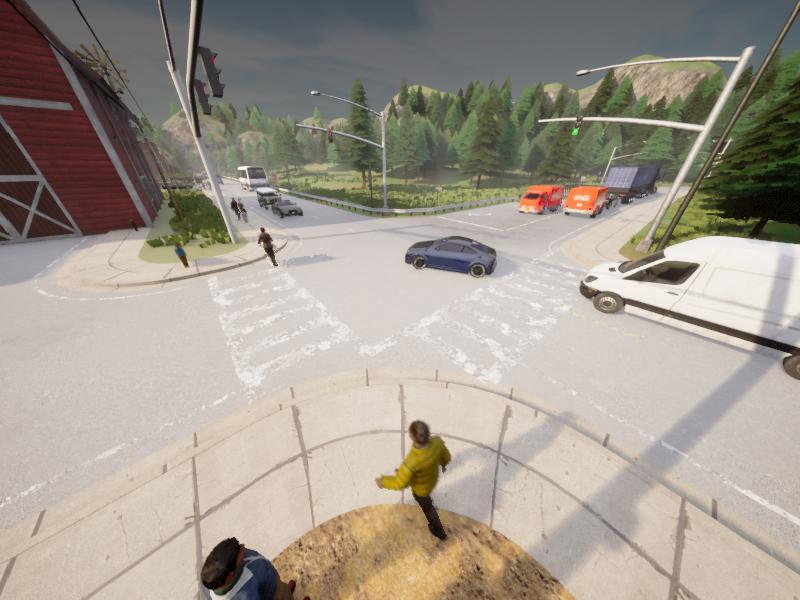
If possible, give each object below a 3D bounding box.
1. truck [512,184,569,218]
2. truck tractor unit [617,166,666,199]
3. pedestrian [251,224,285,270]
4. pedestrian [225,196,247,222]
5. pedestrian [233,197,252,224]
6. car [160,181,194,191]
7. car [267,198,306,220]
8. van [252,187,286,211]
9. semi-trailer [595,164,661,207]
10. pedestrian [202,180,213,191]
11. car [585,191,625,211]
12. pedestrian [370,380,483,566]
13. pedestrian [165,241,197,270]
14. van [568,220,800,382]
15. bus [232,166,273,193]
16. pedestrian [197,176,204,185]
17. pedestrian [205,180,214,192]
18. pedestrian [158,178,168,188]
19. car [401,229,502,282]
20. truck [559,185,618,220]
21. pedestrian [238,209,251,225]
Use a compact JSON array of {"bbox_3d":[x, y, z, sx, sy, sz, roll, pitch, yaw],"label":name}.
[{"bbox_3d":[14.160,-10.104,23.320,5.204,2.467,2.627,-23,37,-34],"label":"truck"},{"bbox_3d":[37.249,-18.221,35.643,6.516,4.208,3.053,-22,37,-33],"label":"truck tractor unit"},{"bbox_3d":[-6.051,-2.446,10.623,0.751,1.860,0.751,-23,37,-34],"label":"pedestrian"},{"bbox_3d":[-13.642,-7.576,19.257,0.751,1.860,0.751,-6,31,-11],"label":"pedestrian"},{"bbox_3d":[-12.732,-7.258,18.706,0.751,1.860,0.751,-16,33,-25],"label":"pedestrian"},{"bbox_3d":[-45.444,-23.247,47.133,4.792,1.488,2.163,-24,37,-35],"label":"car"},{"bbox_3d":[-11.084,-8.948,22.479,1.994,1.385,4.181,-22,37,-33],"label":"car"},{"bbox_3d":[-15.018,-11.625,26.442,2.069,2.038,4.480,-22,37,-33],"label":"van"},{"bbox_3d":[31.133,-15.801,31.243,14.254,4.402,2.717,-22,37,-34],"label":"semi-trailer"},{"bbox_3d":[-36.873,-21.987,44.218,0.751,1.860,0.751,8,31,13],"label":"pedestrian"},{"bbox_3d":[23.817,-11.550,26.810,4.902,1.511,2.128,-23,37,-33],"label":"car"},{"bbox_3d":[0.251,1.992,2.650,0.751,1.860,0.751,-26,39,-37],"label":"pedestrian"},{"bbox_3d":[-9.681,-1.971,10.255,0.500,1.100,0.500,9,31,15],"label":"pedestrian"},{"bbox_3d":[8.668,-0.237,6.220,1.988,2.561,5.915,-22,37,-33],"label":"van"},{"bbox_3d":[-28.845,-23.616,45.001,3.944,4.253,10.273,-22,37,-33],"label":"bus"},{"bbox_3d":[-50.224,-30.050,58.183,0.751,1.860,0.751,-26,39,-37],"label":"pedestrian"},{"bbox_3d":[-35.223,-21.111,42.700,0.751,1.860,0.751,-20,36,-31],"label":"pedestrian"},{"bbox_3d":[-52.166,-25.814,50.845,0.751,1.860,0.751,-22,37,-33],"label":"pedestrian"},{"bbox_3d":[2.346,-2.213,10.784,4.181,1.385,1.994,12,32,19],"label":"car"},{"bbox_3d":[18.192,-9.531,22.327,5.204,2.467,2.627,-23,37,-34],"label":"truck"},{"bbox_3d":[-12.342,-6.618,18.357,0.500,1.100,0.500,-19,35,-29],"label":"pedestrian"}]
